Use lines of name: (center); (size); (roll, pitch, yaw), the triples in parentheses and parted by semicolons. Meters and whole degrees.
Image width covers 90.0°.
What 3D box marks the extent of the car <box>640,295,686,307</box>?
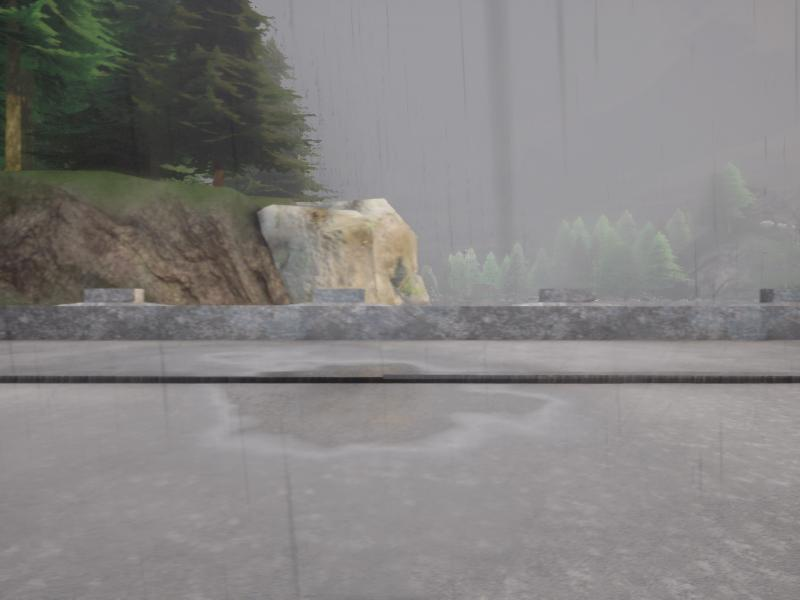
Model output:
car: (36.895, 0.178, 56.228); (5.238, 1.638, 1.930); (0, 0, 0)

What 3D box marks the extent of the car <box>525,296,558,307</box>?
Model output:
car: (19.829, 0.192, 56.211); (3.988, 1.617, 1.851); (0, 0, 0)

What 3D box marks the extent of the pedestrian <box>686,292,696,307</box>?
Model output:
pedestrian: (37.113, -0.059, 50.965); (0.751, 1.860, 0.751); (0, 0, 0)
